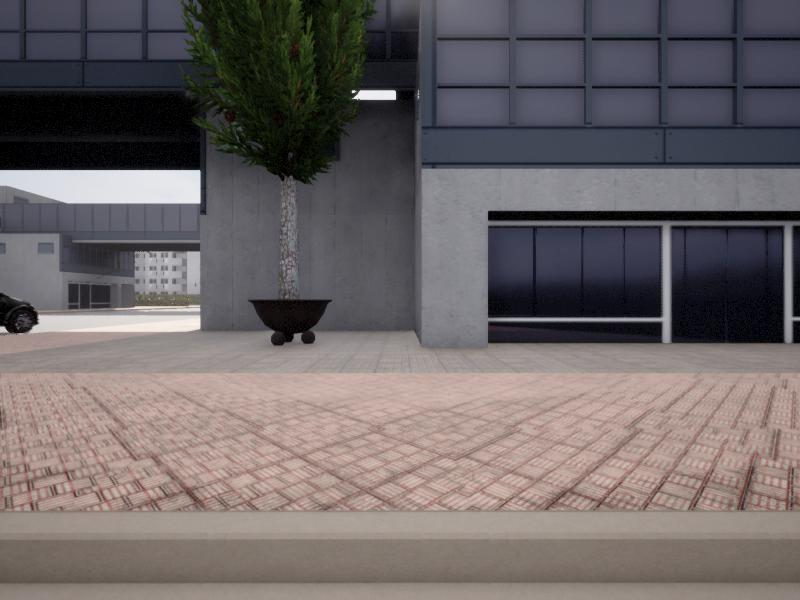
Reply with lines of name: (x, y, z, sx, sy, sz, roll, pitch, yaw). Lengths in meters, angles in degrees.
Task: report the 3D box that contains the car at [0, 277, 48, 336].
car: (-11.952, 0.188, 10.545, 1.851, 1.617, 3.988, 0, 0, 0)
